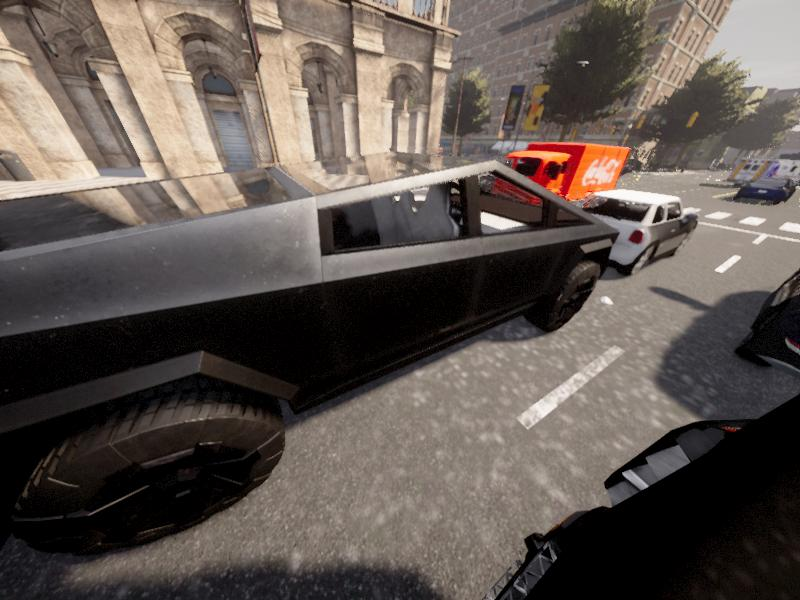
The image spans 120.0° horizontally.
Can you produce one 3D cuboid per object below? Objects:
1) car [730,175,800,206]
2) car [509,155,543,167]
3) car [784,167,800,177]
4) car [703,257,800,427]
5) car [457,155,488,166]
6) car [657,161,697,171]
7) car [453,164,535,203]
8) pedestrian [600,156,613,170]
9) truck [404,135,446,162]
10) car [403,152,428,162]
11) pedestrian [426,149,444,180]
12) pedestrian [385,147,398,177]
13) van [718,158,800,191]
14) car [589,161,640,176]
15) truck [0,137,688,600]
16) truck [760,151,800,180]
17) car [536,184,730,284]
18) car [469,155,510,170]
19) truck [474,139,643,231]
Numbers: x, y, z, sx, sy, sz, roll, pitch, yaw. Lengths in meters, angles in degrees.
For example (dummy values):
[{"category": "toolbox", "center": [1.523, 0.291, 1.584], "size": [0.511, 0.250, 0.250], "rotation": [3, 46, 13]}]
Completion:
[{"category": "car", "center": [24.530, -7.364, 15.379], "size": [4.181, 1.385, 1.994], "rotation": [-16, 38, -26]}, {"category": "car", "center": [22.579, -25.095, 41.648], "size": [2.038, 1.542, 4.974], "rotation": [-16, 38, -26]}, {"category": "car", "center": [83.905, -27.096, 48.870], "size": [5.366, 1.575, 1.801], "rotation": [-16, 38, -26]}, {"category": "car", "center": [6.277, 0.132, 2.658], "size": [4.856, 1.649, 2.033], "rotation": [-16, 38, -26]}, {"category": "car", "center": [11.789, -22.942, 37.892], "size": [1.895, 1.301, 4.718], "rotation": [-16, 38, -26]}, {"category": "car", "center": [60.445, -29.370, 50.567], "size": [1.930, 1.638, 5.238], "rotation": [-7, 35, -15]}, {"category": "car", "center": [4.881, -6.197, 12.130], "size": [3.633, 1.501, 1.845], "rotation": [-17, 38, -27]}, {"category": "pedestrian", "center": [34.197, -22.737, 38.306], "size": [0.751, 1.860, 0.751], "rotation": [-14, 37, -23]}, {"category": "truck", "center": [4.258, -27.633, 42.118], "size": [2.891, 3.827, 8.468], "rotation": [-16, 38, -26]}, {"category": "car", "center": [2.536, -24.651, 39.804], "size": [1.895, 1.301, 4.718], "rotation": [-16, 38, -26]}, {"category": "pedestrian", "center": [2.494, -9.631, 16.490], "size": [0.751, 1.860, 0.751], "rotation": [-16, 38, -25]}, {"category": "pedestrian", "center": [-0.670, -10.254, 17.204], "size": [0.751, 1.860, 0.751], "rotation": [-11, 36, -19]}, {"category": "van", "center": [36.042, -12.196, 22.455], "size": [6.366, 2.431, 2.351], "rotation": [-2, 34, -7]}, {"category": "car", "center": [29.443, -18.224, 31.913], "size": [1.812, 1.442, 4.674], "rotation": [-16, 38, -26]}, {"category": "truck", "center": [-0.123, -0.438, 2.645], "size": [6.274, 2.098, 2.390], "rotation": [-16, 38, -26]}, {"category": "truck", "center": [64.743, -22.419, 38.481], "size": [8.468, 3.827, 2.891], "rotation": [-16, 38, -26]}, {"category": "car", "center": [5.759, -1.905, 5.809], "size": [3.806, 1.475, 1.970], "rotation": [-16, 38, -26]}, {"category": "car", "center": [12.101, -18.839, 31.576], "size": [2.128, 1.511, 4.902], "rotation": [-16, 38, -26]}, {"category": "truck", "center": [6.007, -4.628, 9.008], "size": [5.204, 2.467, 2.627], "rotation": [-16, 38, -26]}]
